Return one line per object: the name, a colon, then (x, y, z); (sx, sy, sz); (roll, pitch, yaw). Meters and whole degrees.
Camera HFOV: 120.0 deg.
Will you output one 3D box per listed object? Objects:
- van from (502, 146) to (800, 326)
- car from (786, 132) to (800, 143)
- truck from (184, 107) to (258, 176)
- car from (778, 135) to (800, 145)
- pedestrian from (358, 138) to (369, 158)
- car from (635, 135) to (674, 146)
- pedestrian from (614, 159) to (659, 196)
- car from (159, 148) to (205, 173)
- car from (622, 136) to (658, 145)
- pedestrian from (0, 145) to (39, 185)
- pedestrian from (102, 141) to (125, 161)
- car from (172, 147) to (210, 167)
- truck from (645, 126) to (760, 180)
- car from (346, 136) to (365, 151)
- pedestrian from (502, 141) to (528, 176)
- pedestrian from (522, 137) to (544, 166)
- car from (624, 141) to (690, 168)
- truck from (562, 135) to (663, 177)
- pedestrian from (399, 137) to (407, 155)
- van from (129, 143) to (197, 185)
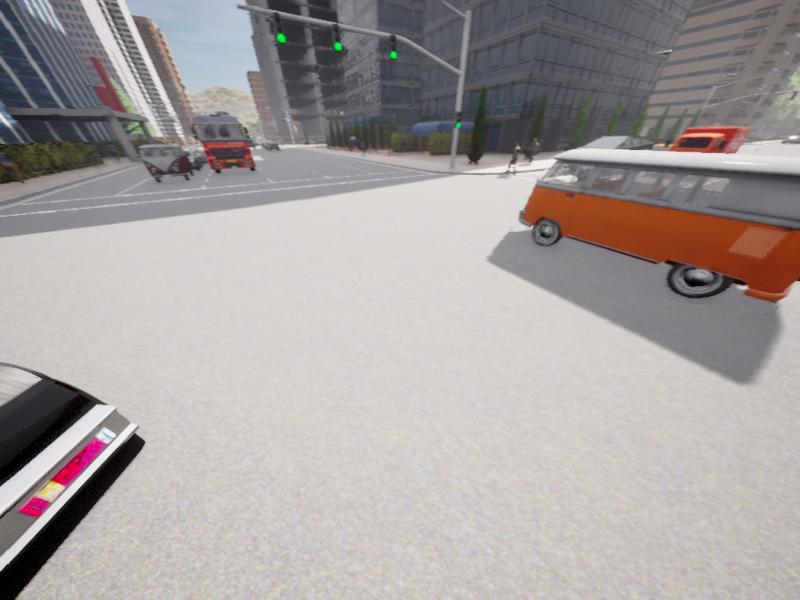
van: (4.724, -1.811, 4.654); (1.775, 1.987, 4.442); (-20, 40, -24)
car: (86.553, -35.112, 49.864); (5.566, 2.045, 2.150); (-19, 39, -24)
truck: (-14.435, -13.052, 19.157); (2.891, 3.827, 8.468); (-20, 40, -24)
car: (79.063, -32.274, 46.499); (4.792, 1.488, 2.163); (-19, 39, -24)
pedestrian: (-4.207, -17.602, 26.744); (0.751, 1.860, 0.751); (-20, 40, -25)
car: (51.032, -32.186, 46.499); (2.097, 1.767, 4.553); (-19, 39, -24)
pedestrian: (10.289, -5.364, 10.087); (0.751, 1.300, 0.751); (-23, 41, -28)
car: (-18.301, -11.877, 19.598); (1.970, 1.475, 3.806); (-19, 40, -24)
car: (52.292, -34.912, 50.467); (2.038, 1.542, 4.974); (-19, 39, -24)
pedestrian: (-22.232, -7.693, 13.167); (0.751, 1.860, 0.751); (-19, 40, -24)
pedestrian: (-33.184, -17.271, 26.782); (0.751, 1.860, 0.751); (-23, 41, -28)
car: (-21.620, -15.032, 24.147); (2.033, 1.411, 5.357); (-20, 40, -24)
truck: (19.037, -9.420, 14.652); (5.204, 2.467, 2.627); (-19, 39, -24)
car: (-8.163, -29.188, 42.909); (2.390, 2.098, 6.274); (-1, 36, 0)
pedestrian: (7.340, -9.069, 14.846); (0.751, 1.860, 0.751); (-17, 38, -21)
pedestrian: (10.467, -11.728, 18.256); (0.751, 1.860, 0.751); (-25, 42, -30)
car: (21.517, -12.248, 19.338); (5.366, 1.575, 1.801); (-19, 39, -24)
truck: (14.726, -10.132, 16.044); (6.274, 2.098, 2.390); (-19, 39, -24)
pedestrian: (0.410, -20.274, 30.404); (0.751, 1.860, 0.751); (-27, 43, -32)
van: (-15.068, -8.974, 15.034); (1.775, 1.987, 4.442); (-20, 40, -24)
